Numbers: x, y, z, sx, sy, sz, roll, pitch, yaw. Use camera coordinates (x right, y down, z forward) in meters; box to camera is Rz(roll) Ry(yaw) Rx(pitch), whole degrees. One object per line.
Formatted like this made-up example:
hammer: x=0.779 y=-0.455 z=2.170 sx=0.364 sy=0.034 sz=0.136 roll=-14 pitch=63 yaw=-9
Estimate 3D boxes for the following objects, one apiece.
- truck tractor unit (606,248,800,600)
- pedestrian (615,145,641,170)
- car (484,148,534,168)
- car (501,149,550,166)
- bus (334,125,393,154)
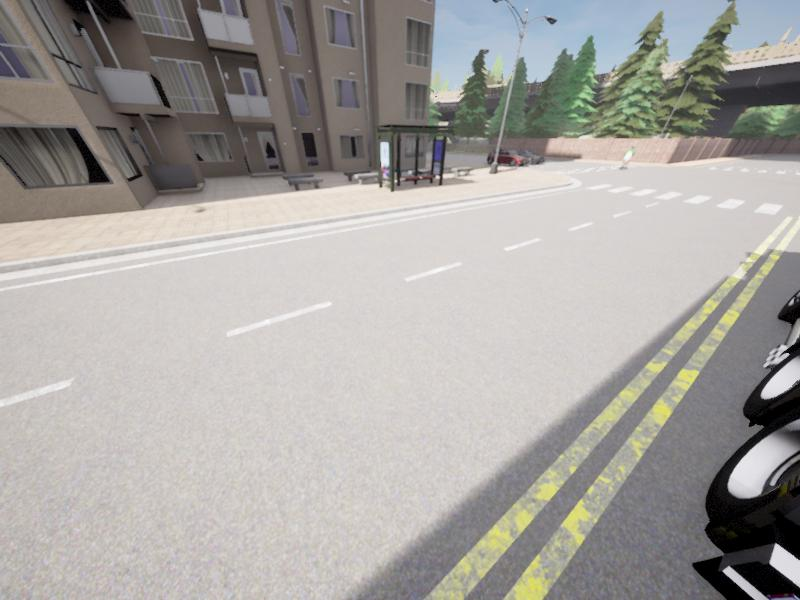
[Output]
truck tractor unit: x=5.087 y=-0.320 z=0.838 sx=6.516 sy=4.208 sz=3.053 roll=-19 pitch=39 yaw=-26
pedestrian: x=20.441 y=-12.767 z=20.747 sx=0.751 sy=1.860 sz=0.751 roll=-17 pitch=39 yaw=-23
car: x=11.076 y=-14.687 z=23.813 sx=1.816 sy=1.474 sz=4.193 roll=-19 pitch=39 yaw=-26
car: x=13.826 y=-15.877 z=25.637 sx=1.994 sy=1.385 sz=4.181 roll=-20 pitch=40 yaw=-27
bus: x=-6.800 y=-30.891 z=44.531 sx=10.273 sy=4.253 sz=3.944 roll=12 pitch=36 yaw=16
